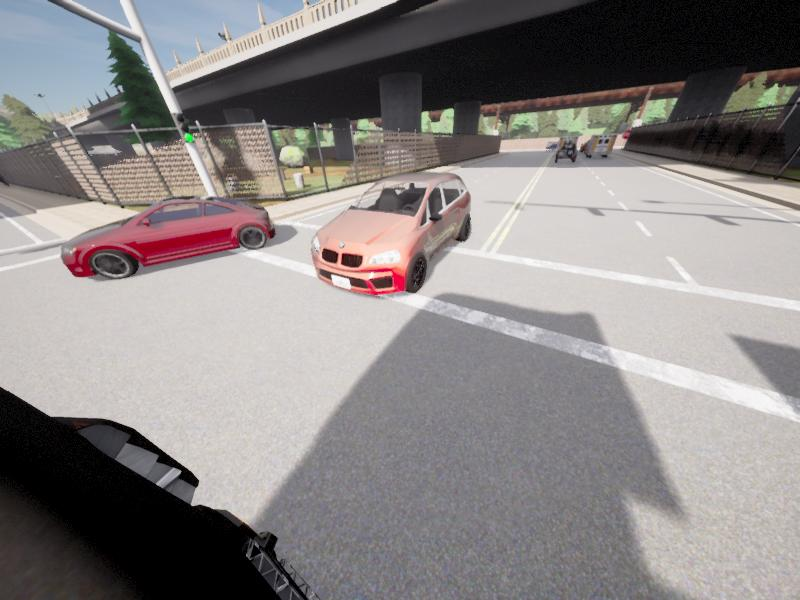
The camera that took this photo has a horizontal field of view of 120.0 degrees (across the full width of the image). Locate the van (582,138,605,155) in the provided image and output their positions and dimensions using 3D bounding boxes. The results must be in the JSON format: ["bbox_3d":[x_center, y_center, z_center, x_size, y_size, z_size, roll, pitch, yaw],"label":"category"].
[{"bbox_3d":[29.533,-23.525,35.414,1.775,1.987,4.442,16,38,26],"label":"van"}]

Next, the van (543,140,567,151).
[{"bbox_3d":[35.011,-34.970,52.238,4.442,1.987,1.775,-13,35,-15],"label":"van"}]

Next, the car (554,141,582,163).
[{"bbox_3d":[18.854,-16.715,26.066,1.932,1.855,4.605,16,38,26],"label":"car"}]

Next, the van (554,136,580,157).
[{"bbox_3d":[25.596,-23.673,35.534,2.351,2.431,6.366,16,38,26],"label":"van"}]

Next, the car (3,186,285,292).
[{"bbox_3d":[-5.601,-1.880,5.982,4.181,1.385,1.994,-22,38,-27],"label":"car"}]

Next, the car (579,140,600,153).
[{"bbox_3d":[32.567,-26.462,39.783,2.097,1.767,4.553,16,38,26],"label":"car"}]

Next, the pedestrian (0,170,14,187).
[{"bbox_3d":[-46.256,-14.174,26.728,0.751,1.860,0.751,14,37,24],"label":"pedestrian"}]

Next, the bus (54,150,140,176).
[{"bbox_3d":[-66.590,-30.602,51.249,3.944,4.253,10.273,16,38,26],"label":"bus"}]

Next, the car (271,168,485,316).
[{"bbox_3d":[0.114,-1.851,5.254,2.242,1.667,4.611,16,37,26],"label":"car"}]

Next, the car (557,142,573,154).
[{"bbox_3d":[29.371,-27.074,41.115,1.851,1.617,3.988,16,38,26],"label":"car"}]

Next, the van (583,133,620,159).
[{"bbox_3d":[25.638,-19.833,29.749,2.351,2.431,6.366,16,38,26],"label":"van"}]
